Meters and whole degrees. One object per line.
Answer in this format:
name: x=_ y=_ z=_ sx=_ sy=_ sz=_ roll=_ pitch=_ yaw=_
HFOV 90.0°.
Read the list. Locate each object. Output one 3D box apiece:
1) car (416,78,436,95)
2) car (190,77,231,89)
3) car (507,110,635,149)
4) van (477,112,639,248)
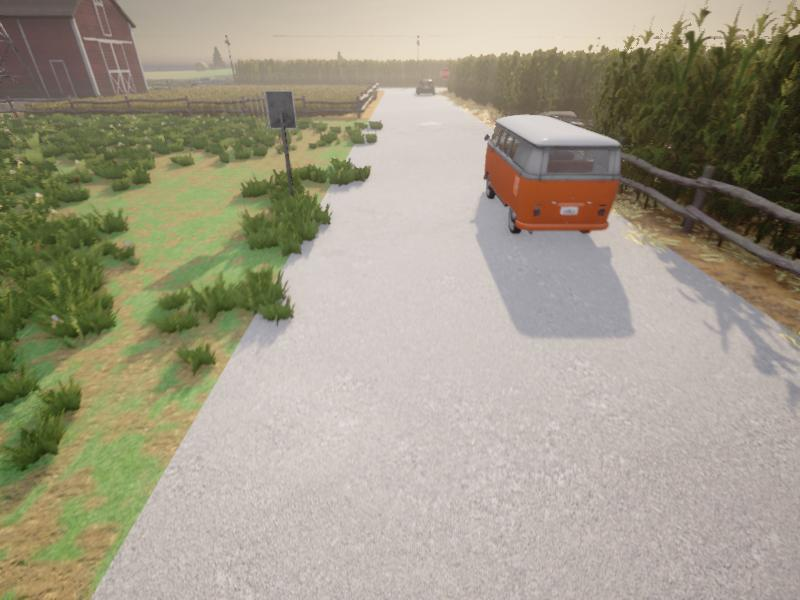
car: x=3.151 y=-26.446 z=49.572 sx=2.242 sy=1.667 sz=4.611 roll=0 pitch=30 yaw=0
car: x=-28.614 y=-32.801 z=60.478 sx=4.974 sy=1.542 sz=2.038 roll=0 pitch=30 yaw=0
car: x=7.310 y=-7.549 z=17.616 sx=4.718 sy=1.301 sz=1.895 roll=4 pitch=31 yaw=7
van: x=3.121 y=-2.976 z=9.118 sx=1.775 sy=1.987 sz=4.442 roll=0 pitch=30 yaw=0
